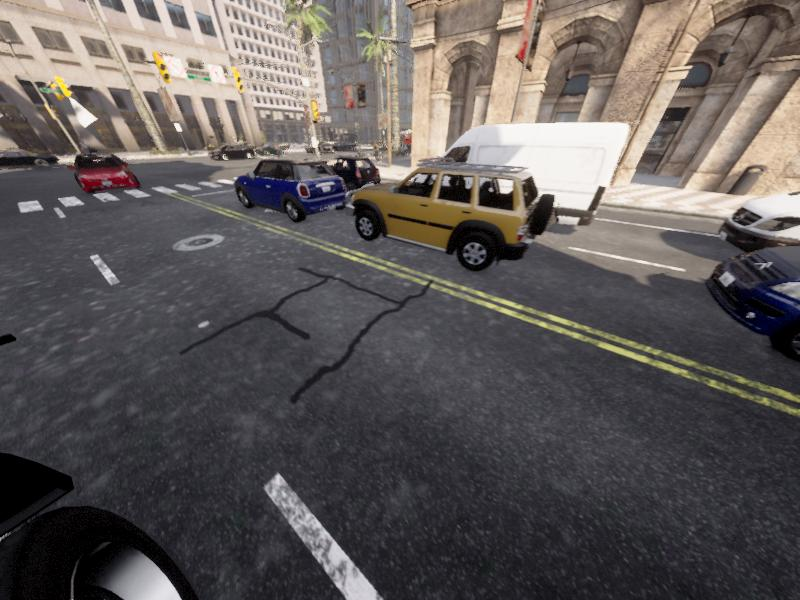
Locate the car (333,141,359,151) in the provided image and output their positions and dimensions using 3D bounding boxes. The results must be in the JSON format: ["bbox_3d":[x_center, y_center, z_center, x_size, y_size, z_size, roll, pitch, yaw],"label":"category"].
[{"bbox_3d":[-10.729,-30.761,46.179,2.163,1.488,4.792,22,41,28],"label":"car"}]

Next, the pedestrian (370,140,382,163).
[{"bbox_3d":[-2.338,-14.691,22.812,0.751,1.860,0.751,22,40,27],"label":"pedestrian"}]

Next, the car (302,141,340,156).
[{"bbox_3d":[-11.961,-23.182,35.275,1.930,1.638,5.238,22,41,28],"label":"car"}]

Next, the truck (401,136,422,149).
[{"bbox_3d":[2.843,-38.930,57.016,2.627,2.467,5.204,22,41,28],"label":"truck"}]

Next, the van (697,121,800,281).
[{"bbox_3d":[9.997,-1.239,3.548,5.915,2.561,1.988,22,41,28],"label":"van"}]

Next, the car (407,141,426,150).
[{"bbox_3d":[3.820,-35.820,53.477,2.163,1.488,4.792,23,41,28],"label":"car"}]

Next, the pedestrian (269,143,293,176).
[{"bbox_3d":[-8.219,-9.730,15.990,0.751,1.860,0.751,24,41,29],"label":"pedestrian"}]

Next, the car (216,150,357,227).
[{"bbox_3d":[-4.044,-4.209,8.291,4.553,1.767,2.097,22,41,28],"label":"car"}]

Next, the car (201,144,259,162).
[{"bbox_3d":[-19.191,-16.844,26.350,1.837,1.490,4.892,17,39,22],"label":"car"}]

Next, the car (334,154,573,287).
[{"bbox_3d":[0.916,-2.226,5.447,4.605,1.855,1.932,22,41,28],"label":"car"}]

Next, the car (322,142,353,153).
[{"bbox_3d":[-11.074,-27.280,41.310,2.033,1.411,5.357,22,41,28],"label":"car"}]

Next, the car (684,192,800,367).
[{"bbox_3d":[6.464,0.162,2.341,3.988,1.617,1.851,22,41,28],"label":"car"}]

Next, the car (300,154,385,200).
[{"bbox_3d":[-2.728,-6.031,11.117,3.633,1.501,1.845,23,41,28],"label":"car"}]

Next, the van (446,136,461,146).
[{"bbox_3d":[17.044,-50.702,73.740,1.988,2.561,5.915,22,41,28],"label":"van"}]

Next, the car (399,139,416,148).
[{"bbox_3d":[2.053,-41.128,60.723,2.185,1.767,4.553,22,41,28],"label":"car"}]

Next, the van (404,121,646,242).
[{"bbox_3d":[3.144,-4.053,7.485,5.915,2.561,1.988,22,41,28],"label":"van"}]

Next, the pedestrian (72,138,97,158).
[{"bbox_3d":[-35.253,-17.019,25.841,0.751,1.860,0.751,21,40,27],"label":"pedestrian"}]

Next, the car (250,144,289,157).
[{"bbox_3d":[-18.406,-21.352,32.862,1.994,1.385,4.181,22,41,28],"label":"car"}]

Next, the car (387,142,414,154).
[{"bbox_3d":[0.083,-25.884,39.308,2.038,1.542,4.974,22,41,28],"label":"car"}]

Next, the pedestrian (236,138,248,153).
[{"bbox_3d":[-23.447,-22.894,34.273,0.751,1.860,0.751,-8,36,-11],"label":"pedestrian"}]

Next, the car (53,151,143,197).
[{"bbox_3d":[-15.005,-6.540,11.739,2.007,1.525,4.514,-29,45,-35],"label":"car"}]

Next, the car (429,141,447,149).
[{"bbox_3d":[8.904,-36.505,54.393,2.038,1.542,4.974,22,41,28],"label":"car"}]

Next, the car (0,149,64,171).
[{"bbox_3d":[-31.003,-11.160,18.361,1.895,1.301,4.718,22,41,28],"label":"car"}]
